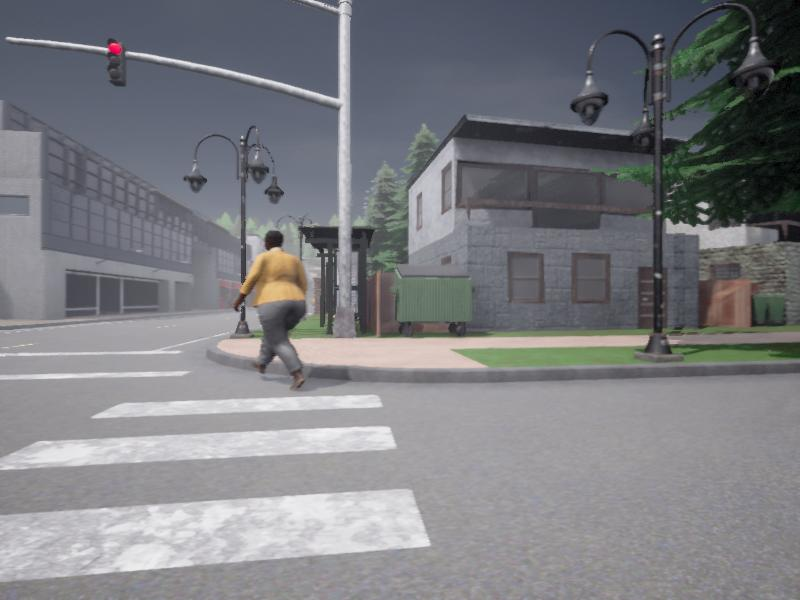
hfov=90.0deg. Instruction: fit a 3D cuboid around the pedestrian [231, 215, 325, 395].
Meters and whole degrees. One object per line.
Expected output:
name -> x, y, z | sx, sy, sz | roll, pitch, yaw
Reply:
pedestrian -> -1.411, 0.052, 4.662 | 0.751, 1.860, 0.751 | 0, 0, 39
